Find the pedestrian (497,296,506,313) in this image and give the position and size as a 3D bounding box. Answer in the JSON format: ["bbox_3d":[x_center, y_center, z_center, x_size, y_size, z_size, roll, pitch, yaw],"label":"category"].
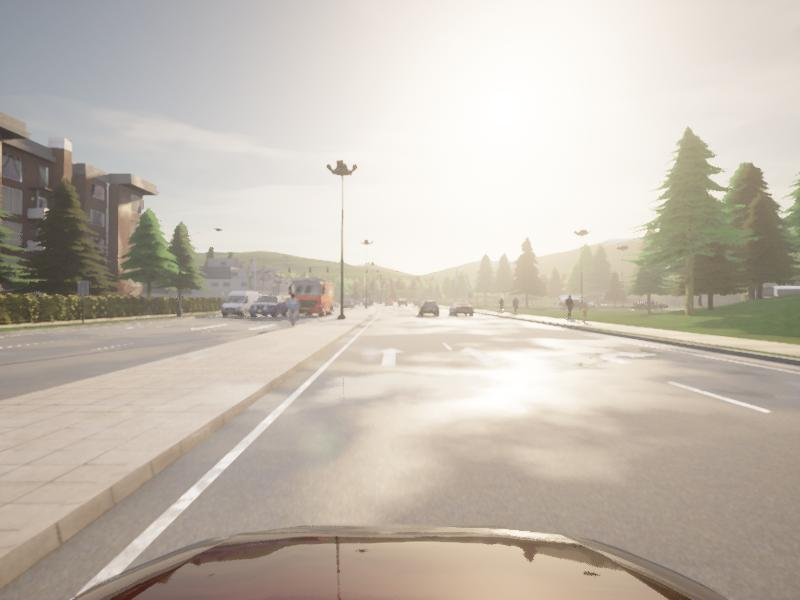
[{"bbox_3d":[11.468,0.531,45.290,0.751,1.860,0.751,0,0,-7],"label":"pedestrian"}]

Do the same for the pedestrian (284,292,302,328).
[{"bbox_3d":[-5.625,0.512,21.102,0.751,1.860,0.751,0,0,0],"label":"pedestrian"}]

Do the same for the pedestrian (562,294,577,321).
[{"bbox_3d":[11.828,0.509,27.961,0.751,1.860,0.751,0,0,1],"label":"pedestrian"}]

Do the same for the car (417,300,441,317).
[{"bbox_3d":[2.969,0.831,41.795,2.033,1.649,4.856,0,0,-2],"label":"car"}]

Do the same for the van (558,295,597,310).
[{"bbox_3d":[31.307,0.390,70.588,5.915,2.561,1.988,0,0,0],"label":"van"}]

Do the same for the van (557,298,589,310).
[{"bbox_3d":[29.019,0.659,67.084,4.480,2.038,2.069,0,0,0],"label":"van"}]

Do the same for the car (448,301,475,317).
[{"bbox_3d":[6.429,0.880,42.397,2.038,1.542,4.974,0,0,-1],"label":"car"}]

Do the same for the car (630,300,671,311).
[{"bbox_3d":[39.771,0.852,63.625,5.238,1.638,1.930,0,0,0],"label":"car"}]

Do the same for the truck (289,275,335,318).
[{"bbox_3d":[-8.535,-0.269,39.880,2.891,3.827,8.468,0,0,-1],"label":"truck"}]

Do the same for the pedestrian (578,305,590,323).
[{"bbox_3d":[11.370,0.885,24.701,0.500,1.100,0.500,0,0,2],"label":"pedestrian"}]

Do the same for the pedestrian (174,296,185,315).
[{"bbox_3d":[-22.100,0.537,40.148,0.751,1.860,0.751,0,0,-3],"label":"pedestrian"}]

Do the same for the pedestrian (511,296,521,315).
[{"bbox_3d":[11.697,0.525,40.462,0.751,1.860,0.751,0,0,-3],"label":"pedestrian"}]

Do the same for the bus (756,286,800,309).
[{"bbox_3d":[73.087,-0.445,74.378,10.273,4.253,3.944,0,0,0],"label":"bus"}]

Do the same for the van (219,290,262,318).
[{"bbox_3d":[-15.521,0.372,39.248,1.988,2.561,5.915,0,0,-1],"label":"van"}]

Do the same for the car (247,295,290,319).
[{"bbox_3d":[-11.971,0.616,36.847,2.150,2.045,5.566,0,0,0],"label":"car"}]
